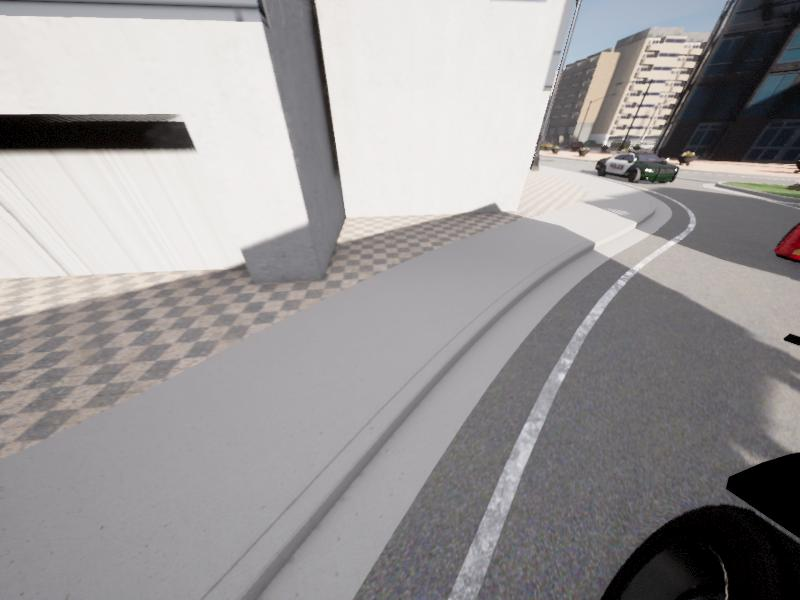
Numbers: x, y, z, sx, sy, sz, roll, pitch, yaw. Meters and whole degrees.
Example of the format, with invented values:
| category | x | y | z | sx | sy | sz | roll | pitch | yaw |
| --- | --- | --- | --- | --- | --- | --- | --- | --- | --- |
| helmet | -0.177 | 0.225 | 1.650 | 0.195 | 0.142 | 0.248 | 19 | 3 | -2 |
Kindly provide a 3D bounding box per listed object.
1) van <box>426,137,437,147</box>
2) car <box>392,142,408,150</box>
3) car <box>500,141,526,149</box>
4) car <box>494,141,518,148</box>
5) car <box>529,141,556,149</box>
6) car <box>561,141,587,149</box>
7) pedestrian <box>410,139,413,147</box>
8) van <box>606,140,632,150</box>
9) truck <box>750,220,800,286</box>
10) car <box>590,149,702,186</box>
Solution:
| category | x | y | z | sx | sy | sz | roll | pitch | yaw |
| --- | --- | --- | --- | --- | --- | --- | --- | --- | --- |
| van | 9.799 | -49.150 | 71.788 | 1.988 | 2.561 | 5.915 | -3 | 35 | -4 |
| car | 0.056 | -36.481 | 54.682 | 3.633 | 1.501 | 1.845 | 6 | 35 | 8 |
| car | 28.156 | -38.614 | 57.507 | 5.238 | 1.638 | 1.930 | -3 | 35 | -5 |
| car | 27.565 | -40.596 | 60.334 | 5.238 | 1.638 | 1.930 | -4 | 35 | -6 |
| car | 35.787 | -38.964 | 58.122 | 5.366 | 1.575 | 1.801 | -3 | 35 | -5 |
| car | 44.162 | -39.391 | 58.784 | 4.856 | 1.649 | 2.033 | -3 | 35 | -5 |
| pedestrian | 3.338 | -44.603 | 65.656 | 0.751 | 1.860 | 0.751 | -7 | 36 | -9 |
| van | 56.640 | -40.120 | 59.702 | 4.442 | 1.987 | 1.775 | -3 | 35 | -5 |
| truck | 11.466 | -2.494 | 4.037 | 8.468 | 3.827 | 2.891 | -16 | 38 | -21 |
| car | 14.708 | -8.366 | 14.379 | 2.038 | 1.542 | 4.974 | 3 | 35 | 5 |
